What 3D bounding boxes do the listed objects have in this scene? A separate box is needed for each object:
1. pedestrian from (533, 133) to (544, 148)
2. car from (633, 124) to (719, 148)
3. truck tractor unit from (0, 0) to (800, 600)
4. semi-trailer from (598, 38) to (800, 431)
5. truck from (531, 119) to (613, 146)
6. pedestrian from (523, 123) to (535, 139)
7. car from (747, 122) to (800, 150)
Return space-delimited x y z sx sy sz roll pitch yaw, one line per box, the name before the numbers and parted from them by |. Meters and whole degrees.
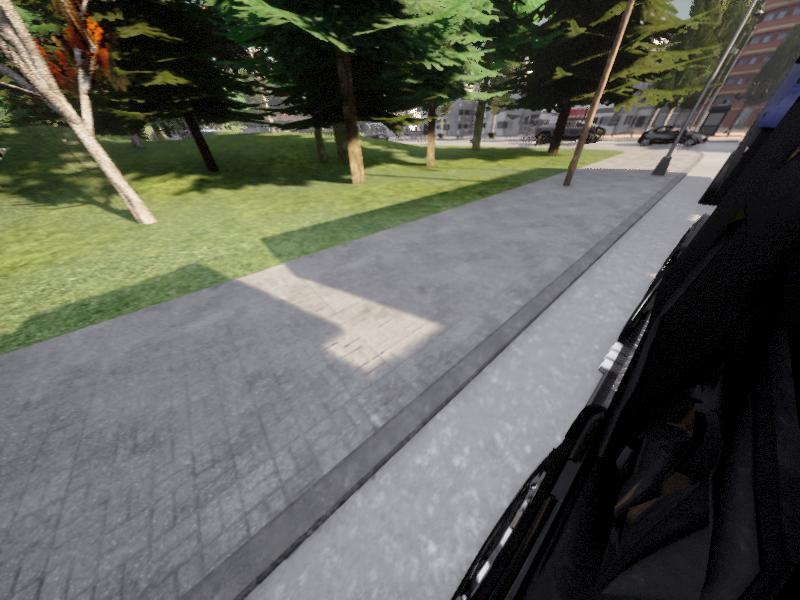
pedestrian | 13.350 -15.348 22.227 0.500 1.100 0.500 -30 44 -31
car | 23.038 -13.818 19.483 1.816 1.474 4.193 -26 43 -28
truck tractor unit | 2.645 -0.295 0.351 6.516 4.208 3.053 -28 44 -30
semi-trailer | 8.714 -3.588 4.221 14.254 4.402 2.717 -28 44 -30
truck | 17.840 -17.670 24.436 2.390 2.098 6.274 -28 44 -30
pedestrian | 18.577 -24.372 33.339 0.751 1.860 0.751 -25 42 -27
car | 27.399 -10.916 15.358 1.812 1.442 4.674 -28 44 -30
